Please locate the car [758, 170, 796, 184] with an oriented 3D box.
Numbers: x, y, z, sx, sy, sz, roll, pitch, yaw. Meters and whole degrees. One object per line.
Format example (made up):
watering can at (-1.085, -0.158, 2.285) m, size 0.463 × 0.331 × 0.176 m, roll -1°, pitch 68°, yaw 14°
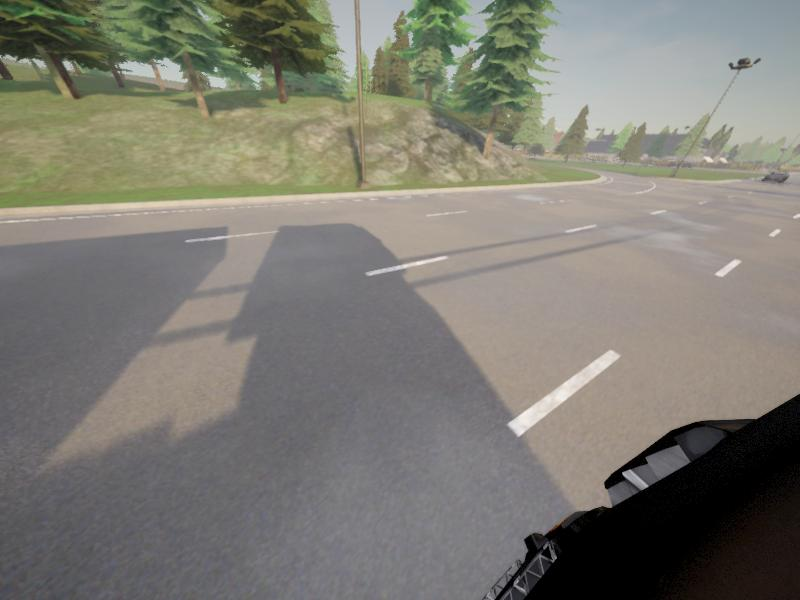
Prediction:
car at (57.091, -18.679, 34.945) m, size 4.902 × 1.511 × 2.128 m, roll -16°, pitch 38°, yaw -26°
